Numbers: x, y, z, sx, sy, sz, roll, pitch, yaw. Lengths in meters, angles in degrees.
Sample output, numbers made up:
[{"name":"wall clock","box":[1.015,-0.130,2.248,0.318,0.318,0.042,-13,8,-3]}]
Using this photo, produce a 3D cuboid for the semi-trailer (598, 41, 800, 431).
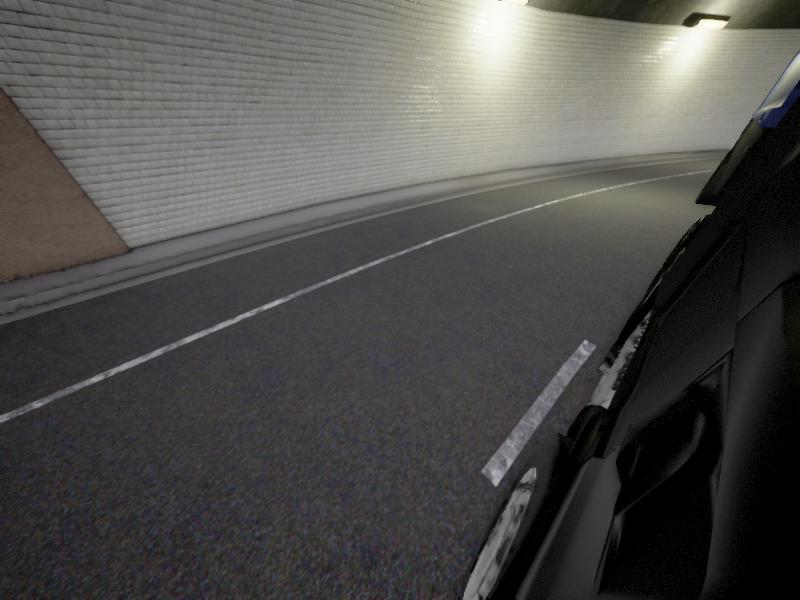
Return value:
[{"name":"semi-trailer","box":[8.686,-3.614,4.239,14.254,4.402,2.717,-28,44,-30]}]

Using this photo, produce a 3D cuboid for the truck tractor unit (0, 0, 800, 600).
[{"name":"truck tractor unit","box":[2.645,-0.295,0.351,6.516,4.208,3.053,-28,44,-30]}]
